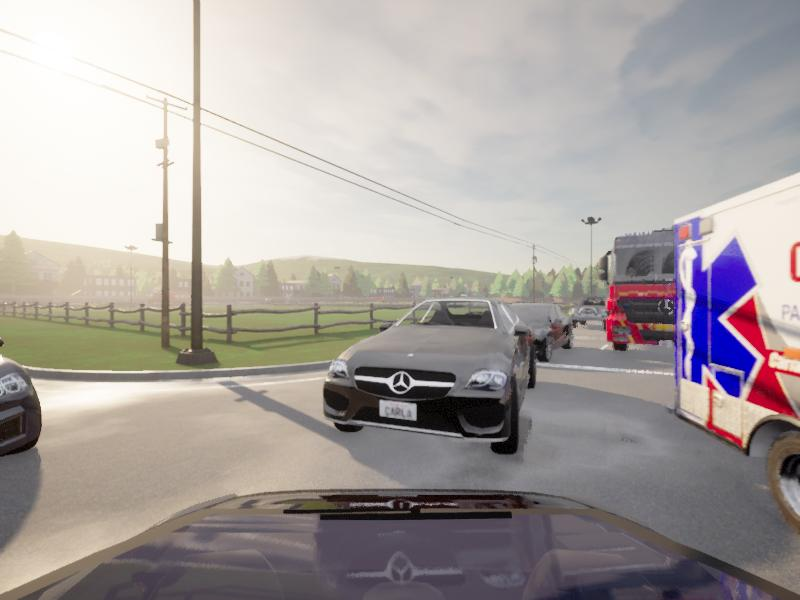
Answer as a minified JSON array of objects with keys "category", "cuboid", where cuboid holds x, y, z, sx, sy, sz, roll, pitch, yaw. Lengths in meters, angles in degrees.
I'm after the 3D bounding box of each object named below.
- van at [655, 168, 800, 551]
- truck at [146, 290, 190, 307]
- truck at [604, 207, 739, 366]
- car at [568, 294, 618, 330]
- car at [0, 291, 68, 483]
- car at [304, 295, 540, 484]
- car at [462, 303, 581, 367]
[{"category":"van","cuboid":[3.501,0.378,1.132,2.351,2.431,6.366,0,0,9]},{"category":"truck","cuboid":[-53.894,-0.371,93.213,2.891,3.827,8.468,0,0,34]},{"category":"truck","cuboid":[9.280,-0.326,13.898,2.891,3.827,8.468,0,0,34]},{"category":"car","cuboid":[11.094,0.647,22.829,1.932,1.855,4.605,0,-1,34]},{"category":"car","cuboid":[-5.790,0.753,4.073,4.611,1.667,2.242,0,0,30]},{"category":"car","cuboid":[0.913,0.778,6.217,2.152,1.651,5.027,0,0,22]},{"category":"car","cuboid":[3.872,0.846,12.047,2.163,1.488,4.792,0,0,33]}]
